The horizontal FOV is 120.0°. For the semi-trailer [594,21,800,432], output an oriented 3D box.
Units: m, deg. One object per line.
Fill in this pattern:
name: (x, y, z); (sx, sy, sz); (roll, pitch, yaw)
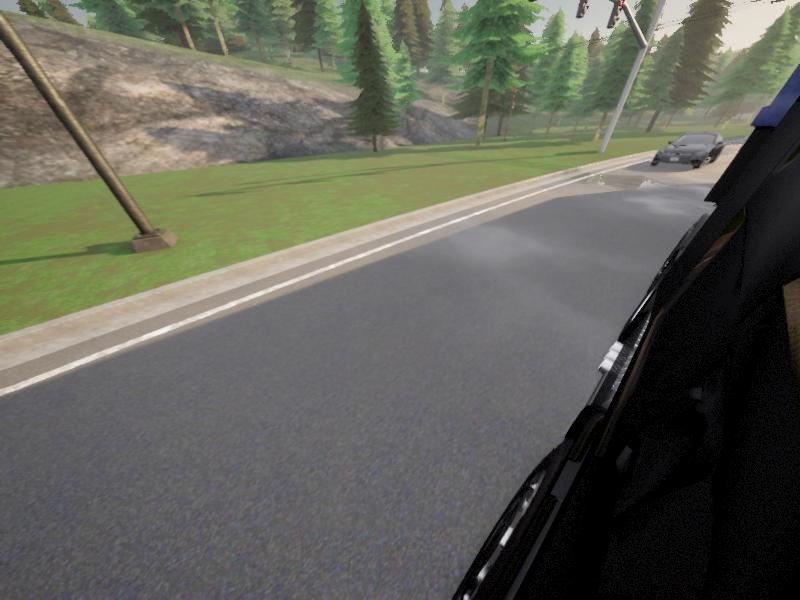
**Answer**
semi-trailer: (8.886, -3.454, 4.057); (14.254, 4.402, 2.717); (-26, 43, -28)

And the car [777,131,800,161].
car: (23.033, -8.597, 12.526); (3.705, 1.549, 1.789); (-21, 41, -23)

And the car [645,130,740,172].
car: (15.279, -7.880, 12.075); (4.674, 1.442, 1.812); (-23, 42, -25)

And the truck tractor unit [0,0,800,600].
truck tractor unit: (2.645, -0.295, 0.351); (6.516, 4.208, 3.053); (-28, 44, -30)

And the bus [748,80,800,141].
bus: (39.555, -17.947, 21.824); (10.273, 4.253, 3.944); (-19, 40, -21)
